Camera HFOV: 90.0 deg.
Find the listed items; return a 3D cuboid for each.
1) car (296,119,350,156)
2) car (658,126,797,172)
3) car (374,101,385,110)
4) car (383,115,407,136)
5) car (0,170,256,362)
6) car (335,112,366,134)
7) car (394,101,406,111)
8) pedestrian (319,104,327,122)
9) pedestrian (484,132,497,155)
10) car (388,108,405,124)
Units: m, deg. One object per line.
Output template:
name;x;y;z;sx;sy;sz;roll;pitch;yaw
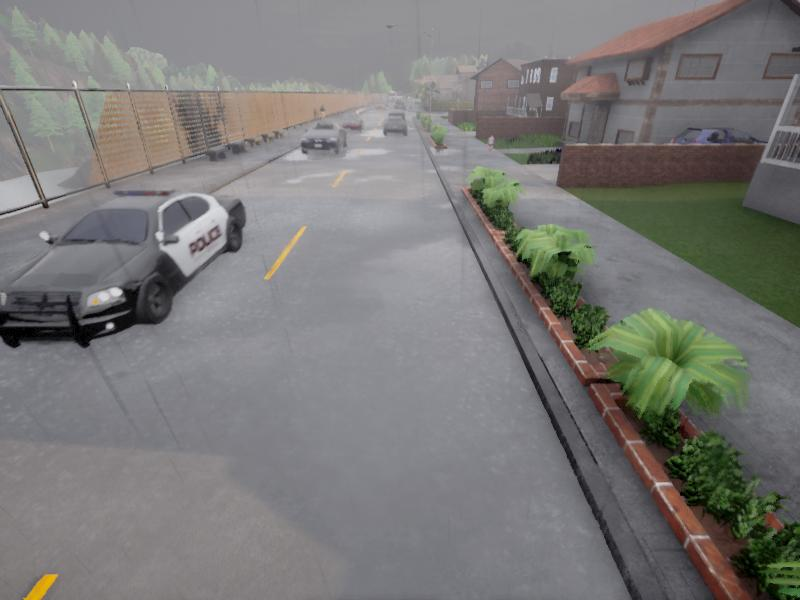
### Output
car;-4.412;-9.745;23.786;2.152;1.651;5.027;0;27;0
car;12.819;-6.041;15.894;3.633;1.501;1.845;0;27;0
car;-4.281;-41.646;85.623;2.097;1.767;4.553;0;27;0
car;-0.403;-15.104;34.476;1.994;1.385;4.181;0;27;0
car;-4.451;-1.038;6.953;2.038;1.542;4.974;0;27;0
car;-4.397;-16.194;36.477;2.163;1.488;4.792;0;27;0
car;0.034;-39.907;82.371;2.242;1.667;4.611;-1;27;-2
pedestrian;-9.116;-22.154;47.378;0.751;1.860;0.751;0;27;-1
pedestrian;4.833;-8.381;21.408;0.500;1.100;0.500;0;27;0
car;-0.377;-21.755;47.221;1.882;1.535;5.008;0;27;0
